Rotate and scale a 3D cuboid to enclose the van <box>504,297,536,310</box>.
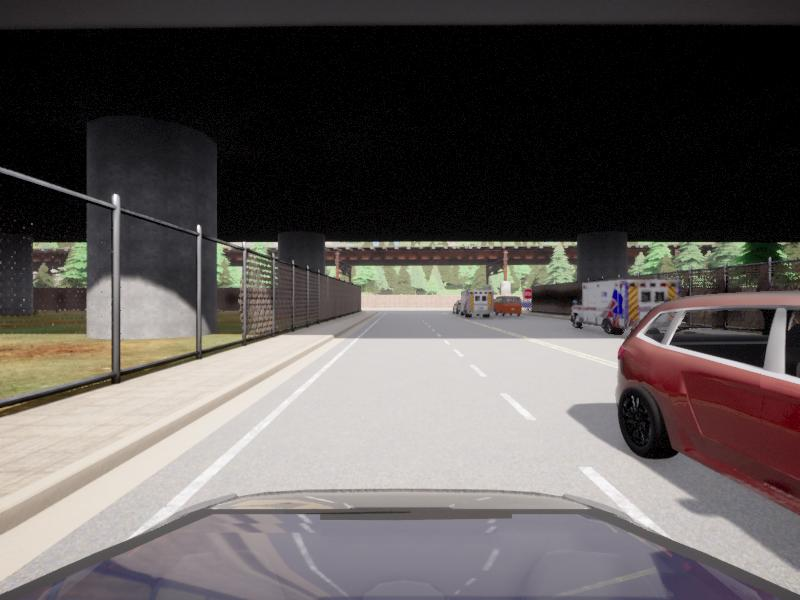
[{"bbox_3d":[19.034,0.593,63.567,4.442,1.987,1.775,0,0,0],"label":"van"}]

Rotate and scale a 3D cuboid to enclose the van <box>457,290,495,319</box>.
[{"bbox_3d":[7.008,0.375,37.593,2.351,2.431,6.366,0,0,0],"label":"van"}]

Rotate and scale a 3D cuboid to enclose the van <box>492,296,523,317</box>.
[{"bbox_3d":[10.506,0.596,39.397,1.775,1.987,4.442,0,0,0],"label":"van"}]

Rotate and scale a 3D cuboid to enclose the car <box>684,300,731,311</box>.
[{"bbox_3d":[43.611,0.767,56.806,5.238,1.638,1.930,0,0,1],"label":"car"}]

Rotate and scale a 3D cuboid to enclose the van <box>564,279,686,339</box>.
[{"bbox_3d":[10.506,0.376,19.507,2.351,2.431,6.366,0,0,0],"label":"van"}]

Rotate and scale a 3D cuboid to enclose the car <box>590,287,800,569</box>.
[{"bbox_3d":[3.479,0.756,2.626,2.242,1.667,4.611,0,0,0],"label":"car"}]
